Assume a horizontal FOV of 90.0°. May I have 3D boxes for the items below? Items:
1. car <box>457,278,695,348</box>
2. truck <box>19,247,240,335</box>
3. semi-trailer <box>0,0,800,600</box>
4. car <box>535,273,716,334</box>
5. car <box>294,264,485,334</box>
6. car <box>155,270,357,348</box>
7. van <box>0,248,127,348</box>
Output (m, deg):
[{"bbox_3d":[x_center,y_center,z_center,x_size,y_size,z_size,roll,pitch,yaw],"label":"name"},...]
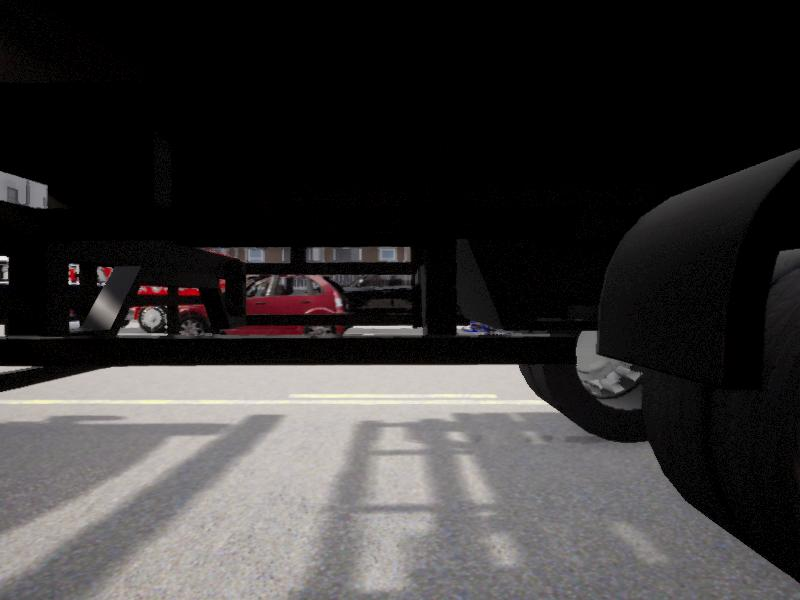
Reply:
[{"bbox_3d":[3.775,0.272,9.188,4.674,1.442,1.812,0,0,0],"label":"car"},{"bbox_3d":[-8.167,-0.252,12.590,5.204,2.467,2.627,0,0,1],"label":"truck"},{"bbox_3d":[5.406,-1.217,2.192,14.254,4.402,2.717,0,0,0],"label":"semi-trailer"},{"bbox_3d":[6.930,0.100,12.694,4.553,1.767,2.097,0,0,0],"label":"car"},{"bbox_3d":[-0.302,-0.033,12.681,5.566,2.045,2.150,0,0,0],"label":"car"},{"bbox_3d":[-3.086,0.184,9.208,3.988,1.617,1.851,0,0,0],"label":"car"},{"bbox_3d":[-9.227,-0.038,9.214,4.480,2.038,2.069,0,0,0],"label":"van"}]
